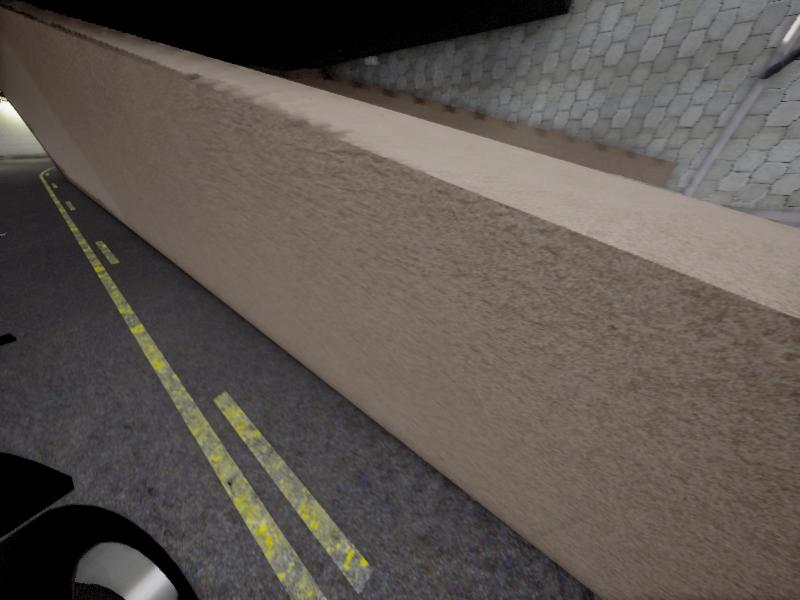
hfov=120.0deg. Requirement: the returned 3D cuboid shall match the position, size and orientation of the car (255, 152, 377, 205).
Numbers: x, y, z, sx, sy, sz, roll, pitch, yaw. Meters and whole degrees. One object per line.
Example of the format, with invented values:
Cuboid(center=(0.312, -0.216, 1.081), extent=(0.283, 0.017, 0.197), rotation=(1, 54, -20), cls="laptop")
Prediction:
Cuboid(center=(-3.808, -5.762, 10.662), extent=(5.027, 1.651, 2.152), rotation=(17, 38, 22), cls="car")
